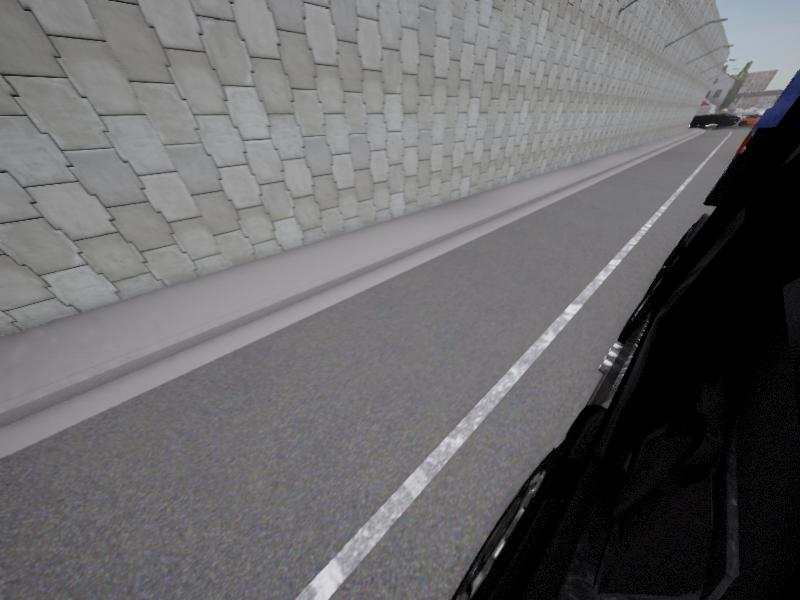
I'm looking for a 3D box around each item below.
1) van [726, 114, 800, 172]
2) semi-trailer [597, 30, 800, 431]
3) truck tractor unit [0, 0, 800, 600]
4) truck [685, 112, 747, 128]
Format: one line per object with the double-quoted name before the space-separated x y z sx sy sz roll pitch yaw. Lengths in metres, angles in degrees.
"van" 18.012 -7.668 11.139 4.442 1.987 1.775 -28 44 -30
"semi-trailer" 8.768 -3.550 4.166 14.254 4.402 2.717 -27 43 -29
"truck tractor unit" 2.645 -0.295 0.351 6.516 4.208 3.053 -28 44 -30
"truck" 58.389 -33.418 43.004 2.390 2.098 6.274 -9 37 -8
